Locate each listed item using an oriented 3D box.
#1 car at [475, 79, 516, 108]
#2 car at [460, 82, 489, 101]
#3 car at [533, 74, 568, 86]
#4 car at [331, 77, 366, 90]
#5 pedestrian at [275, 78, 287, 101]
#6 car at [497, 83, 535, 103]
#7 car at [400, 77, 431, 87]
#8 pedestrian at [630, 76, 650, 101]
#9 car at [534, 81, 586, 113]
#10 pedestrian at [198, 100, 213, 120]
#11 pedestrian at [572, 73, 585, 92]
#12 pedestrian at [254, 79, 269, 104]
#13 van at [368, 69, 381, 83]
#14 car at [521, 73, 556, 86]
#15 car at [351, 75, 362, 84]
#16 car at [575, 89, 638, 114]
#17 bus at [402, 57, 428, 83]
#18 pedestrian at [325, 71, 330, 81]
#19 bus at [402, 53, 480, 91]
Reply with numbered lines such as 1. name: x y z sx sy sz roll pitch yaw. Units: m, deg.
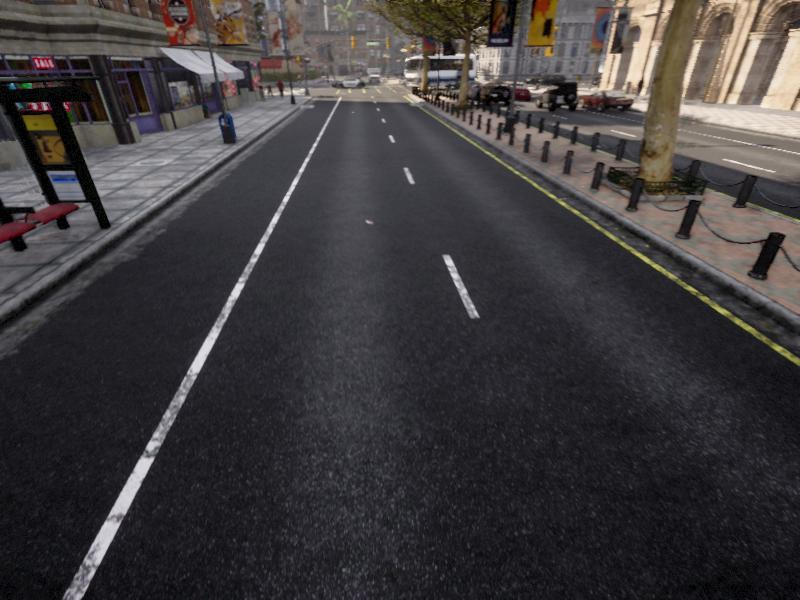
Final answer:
1. car: 7.836 -17.258 33.363 1.932 1.855 4.605 -3 31 -4
2. car: 7.240 -20.487 39.213 1.845 1.501 3.633 -3 31 -4
3. car: 23.341 -34.089 62.088 4.514 1.525 2.007 -3 31 -4
4. car: -7.664 -32.341 59.647 4.974 1.542 2.038 -3 31 -5
5. pedestrian: -11.289 -19.981 37.998 0.751 1.860 0.751 -1 30 -1
6. car: 10.892 -19.633 37.856 1.994 1.385 4.181 -3 31 -4
7. car: 2.421 -34.590 63.532 4.718 1.301 1.895 -3 31 -5
8. pedestrian: 20.831 -18.387 34.729 0.751 1.860 0.751 -2 30 -3
9. car: 11.739 -15.135 29.669 1.905 1.878 3.866 -3 31 -4
10. pedestrian: -12.125 -11.888 24.989 0.500 1.100 0.500 -4 31 -6
11. pedestrian: 20.794 -25.358 46.595 0.751 1.860 0.751 -5 31 -7
12. pedestrian: -12.307 -18.509 35.512 0.751 1.860 0.751 0 30 0
13. van: -5.114 -44.819 79.956 2.351 2.431 6.366 -3 30 -4
14. car: 22.507 -35.886 65.019 4.611 1.667 2.242 -3 31 -4
15. car: -8.553 -43.955 79.565 2.033 1.411 5.357 -3 31 -4
16. car: 15.035 -14.729 29.498 1.895 1.301 4.718 -3 31 -4
17. bus: 2.834 -45.420 79.041 3.944 4.253 10.273 -3 30 -4
18. pedestrian: -16.127 -49.871 88.958 0.751 1.860 0.751 1 30 3
19. bus: 5.749 -32.047 56.227 10.273 4.253 3.944 -16 33 -24
